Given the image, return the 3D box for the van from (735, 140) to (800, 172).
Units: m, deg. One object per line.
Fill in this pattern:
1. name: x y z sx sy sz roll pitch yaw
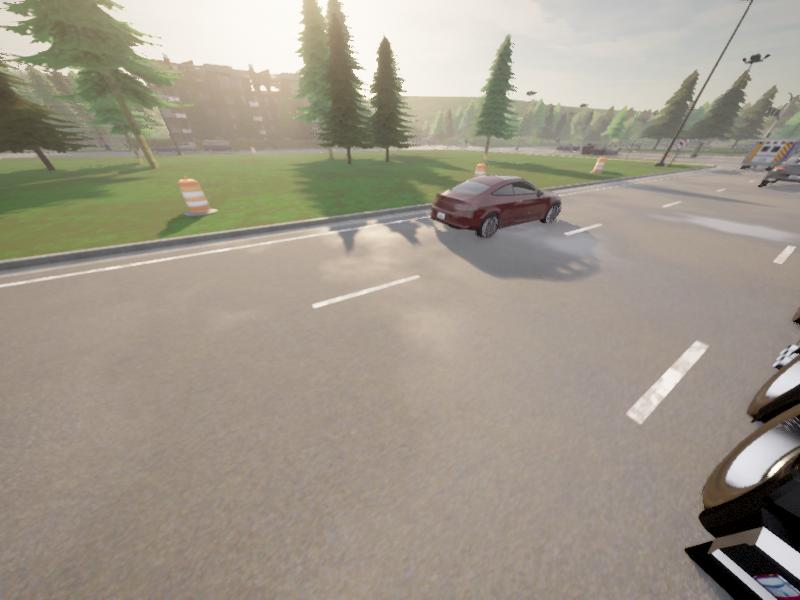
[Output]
1. van: 37.050 -14.457 23.007 6.366 2.431 2.351 -18 39 -24

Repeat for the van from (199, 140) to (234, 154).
1. van: -32.922 -27.575 41.601 4.442 1.987 1.775 -18 39 -24

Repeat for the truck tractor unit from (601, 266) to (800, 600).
1. truck tractor unit: 5.116 -0.295 0.775 6.516 4.208 3.053 -18 39 -24

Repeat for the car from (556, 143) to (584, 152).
1. car: 43.281 -39.038 59.091 1.930 1.638 5.238 -17 39 -24

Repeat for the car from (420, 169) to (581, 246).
1. car: 3.124 -3.109 7.240 4.674 1.442 1.812 -18 39 -24

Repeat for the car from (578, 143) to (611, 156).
1. car: 36.604 -28.433 43.565 1.905 1.878 3.866 -17 39 -24

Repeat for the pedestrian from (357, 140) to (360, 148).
1. pedestrian: -12.318 -46.132 68.271 0.751 1.860 0.751 -8 36 -12

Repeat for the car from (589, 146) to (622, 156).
1. car: 39.834 -29.002 44.870 1.994 1.385 4.181 -17 39 -24

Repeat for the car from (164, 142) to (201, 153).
1. car: -41.477 -29.304 44.284 4.611 1.667 2.242 -18 39 -24

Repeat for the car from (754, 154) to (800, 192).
1. car: 24.351 -7.728 13.923 5.027 1.651 2.152 -18 39 -24
